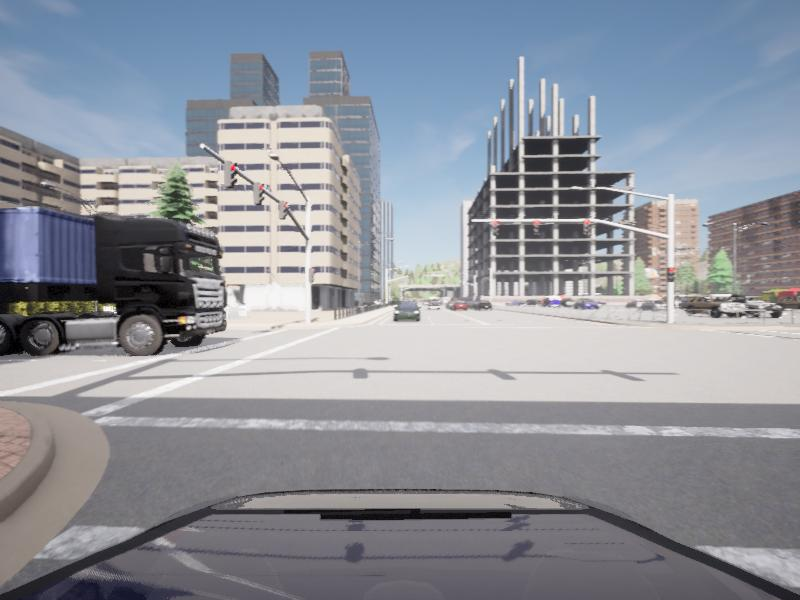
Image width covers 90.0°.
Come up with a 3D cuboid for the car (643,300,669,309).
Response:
[{"bbox_3d":[40.931,0.651,64.064,1.784,1.438,3.905,0,0,2],"label":"car"}]

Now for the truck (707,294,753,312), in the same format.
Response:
[{"bbox_3d":[40.281,0.350,49.010,2.069,2.038,4.478,0,0,2],"label":"truck"}]

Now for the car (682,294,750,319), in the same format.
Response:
[{"bbox_3d":[25.244,0.464,32.213,1.932,1.855,4.605,0,0,2],"label":"car"}]

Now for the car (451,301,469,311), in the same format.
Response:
[{"bbox_3d":[8.764,0.830,58.818,2.163,1.488,4.792,0,0,2],"label":"car"}]

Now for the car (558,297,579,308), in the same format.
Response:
[{"bbox_3d":[29.817,0.451,71.012,1.932,1.855,4.605,0,0,2],"label":"car"}]

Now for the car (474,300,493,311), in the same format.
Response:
[{"bbox_3d":[12.270,0.798,58.862,1.882,1.535,5.008,0,0,2],"label":"car"}]

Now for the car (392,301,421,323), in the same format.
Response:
[{"bbox_3d":[0.592,0.819,30.625,2.038,1.542,4.974,0,0,3],"label":"car"}]

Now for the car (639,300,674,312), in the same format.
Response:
[{"bbox_3d":[31.609,0.696,49.361,1.970,1.475,3.806,0,0,2],"label":"car"}]

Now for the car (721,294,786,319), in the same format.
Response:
[{"bbox_3d":[28.133,0.464,32.030,1.905,1.878,3.866,0,0,2],"label":"car"}]

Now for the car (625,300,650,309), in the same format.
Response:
[{"bbox_3d":[38.039,0.686,64.193,1.970,1.475,3.806,0,0,2],"label":"car"}]

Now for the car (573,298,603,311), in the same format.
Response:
[{"bbox_3d":[26.273,0.628,56.039,2.242,1.667,4.611,0,0,2],"label":"car"}]

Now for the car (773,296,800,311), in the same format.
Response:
[{"bbox_3d":[48.493,0.436,48.703,1.932,1.855,4.605,0,0,2],"label":"car"}]

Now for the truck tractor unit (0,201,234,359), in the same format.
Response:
[{"bbox_3d":[-9.026,-0.517,12.312,6.516,4.208,3.053,0,0,1],"label":"truck tractor unit"}]

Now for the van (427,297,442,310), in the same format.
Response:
[{"bbox_3d":[5.459,0.553,63.697,2.069,2.038,4.480,0,0,2],"label":"van"}]

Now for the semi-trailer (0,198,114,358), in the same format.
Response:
[{"bbox_3d":[-16.933,-0.602,12.576,14.254,4.402,2.717,0,0,2],"label":"semi-trailer"}]

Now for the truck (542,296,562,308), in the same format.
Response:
[{"bbox_3d":[26.921,0.360,71.070,2.069,2.038,4.478,0,0,2],"label":"truck"}]
